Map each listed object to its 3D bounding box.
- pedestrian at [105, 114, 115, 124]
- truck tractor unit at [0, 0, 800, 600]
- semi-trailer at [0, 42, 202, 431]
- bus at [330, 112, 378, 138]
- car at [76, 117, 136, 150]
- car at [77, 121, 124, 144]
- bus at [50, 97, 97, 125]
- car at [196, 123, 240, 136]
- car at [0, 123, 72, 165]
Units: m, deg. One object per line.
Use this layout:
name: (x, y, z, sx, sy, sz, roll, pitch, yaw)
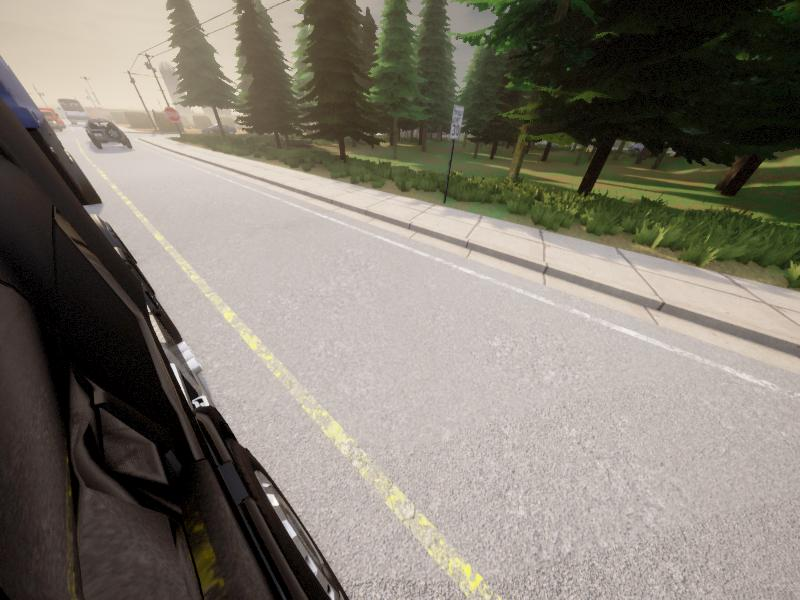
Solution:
pedestrian: (-72.037, -45.034, 57.407, 0.751, 1.860, 0.751, 27, 43, 28)
truck tractor unit: (-2.645, -0.295, 0.351, 6.516, 4.208, 3.053, 28, 44, 30)
semi-trailer: (-8.703, -3.604, 4.220, 14.254, 4.402, 2.717, 28, 44, 30)
bus: (-10.070, -39.359, 52.089, 3.944, 4.253, 10.273, 27, 43, 29)
car: (-22.796, -12.924, 17.891, 4.605, 1.855, 1.932, 29, 44, 31)
car: (-27.665, -15.546, 21.381, 4.514, 1.525, 2.007, 31, 45, 33)
bus: (-70.029, -40.374, 49.599, 10.273, 4.253, 3.944, 29, 44, 31)
car: (-29.453, -27.683, 37.555, 2.128, 1.511, 4.902, 27, 43, 29)
car: (-20.264, -8.611, 12.596, 4.902, 1.511, 2.128, 28, 44, 30)
